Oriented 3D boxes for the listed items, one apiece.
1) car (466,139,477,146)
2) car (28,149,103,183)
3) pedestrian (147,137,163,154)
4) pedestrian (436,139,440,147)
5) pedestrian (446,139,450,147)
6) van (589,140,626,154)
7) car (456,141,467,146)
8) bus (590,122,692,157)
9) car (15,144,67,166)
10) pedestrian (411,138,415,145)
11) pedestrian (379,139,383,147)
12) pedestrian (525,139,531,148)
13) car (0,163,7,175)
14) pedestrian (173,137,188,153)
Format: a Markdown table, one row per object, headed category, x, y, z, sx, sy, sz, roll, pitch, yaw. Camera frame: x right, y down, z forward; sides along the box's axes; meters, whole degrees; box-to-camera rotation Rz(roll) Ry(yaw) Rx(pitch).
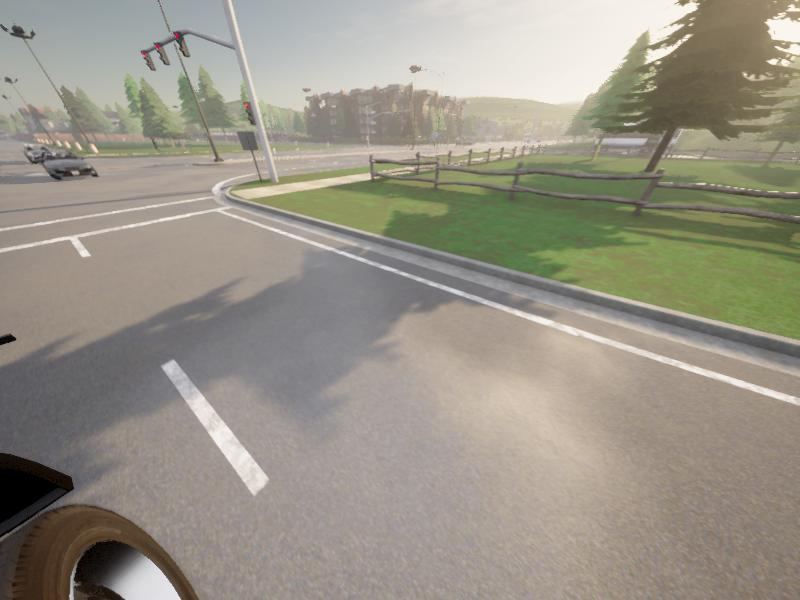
| category | x | y | z | sx | sy | sz | roll | pitch | yaw |
| --- | --- | --- | --- | --- | --- | --- | --- | --- | --- |
| car | 22.930 | -50.710 | 74.338 | 1.905 | 1.878 | 3.866 | 22 | 41 | 28 |
| car | -20.576 | -8.330 | 14.228 | 4.193 | 1.474 | 1.816 | 22 | 41 | 28 |
| pedestrian | -33.921 | -21.441 | 32.031 | 0.751 | 1.860 | 0.751 | 28 | 44 | 33 |
| pedestrian | 11.103 | -45.608 | 67.075 | 0.751 | 1.860 | 0.751 | -28 | 44 | -34 |
| pedestrian | 13.795 | -45.507 | 66.846 | 0.751 | 1.860 | 0.751 | 19 | 39 | 24 |
| van | 37.595 | -27.888 | 42.050 | 4.442 | 1.987 | 1.775 | 22 | 41 | 28 |
| car | 20.384 | -51.916 | 76.511 | 1.895 | 1.301 | 4.718 | 22 | 41 | 28 |
| bus | 38.043 | -26.076 | 37.524 | 10.273 | 4.253 | 3.944 | 22 | 41 | 28 |
| car | -33.524 | -13.621 | 21.596 | 3.806 | 1.475 | 1.970 | 22 | 41 | 28 |
| pedestrian | 4.058 | -49.050 | 71.507 | 0.751 | 1.860 | 0.751 | 24 | 42 | 30 |
| pedestrian | -5.065 | -41.906 | 61.567 | 0.751 | 1.860 | 0.751 | 22 | 41 | 28 |
| pedestrian | 33.323 | -40.813 | 60.101 | 0.751 | 1.860 | 0.751 | 29 | 44 | 34 |
| car | -29.443 | -9.502 | 15.772 | 4.902 | 1.511 | 2.128 | 22 | 41 | 28 |
| pedestrian | -31.868 | -22.511 | 33.567 | 0.751 | 1.860 | 0.751 | 24 | 42 | 30 |
